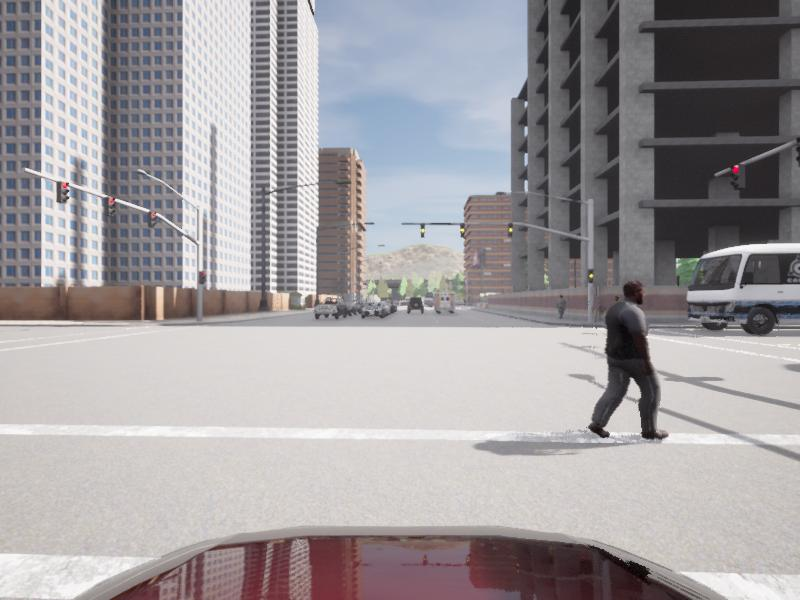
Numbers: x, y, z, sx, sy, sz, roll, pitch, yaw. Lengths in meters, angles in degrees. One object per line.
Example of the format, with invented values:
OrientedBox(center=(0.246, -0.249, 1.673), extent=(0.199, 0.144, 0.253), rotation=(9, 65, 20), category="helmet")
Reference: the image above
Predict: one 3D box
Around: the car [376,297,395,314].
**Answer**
OrientedBox(center=(-1.676, 0.645, 46.997), extent=(1.905, 1.878, 3.866), rotation=(0, 0, 3), category="car")

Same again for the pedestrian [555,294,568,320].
OrientedBox(center=(11.777, 0.486, 29.264), extent=(0.751, 1.860, 0.751), rotation=(0, 0, 11), category="pedestrian")

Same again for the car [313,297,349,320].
OrientedBox(center=(-5.800, 0.652, 34.053), extent=(1.932, 1.855, 4.605), rotation=(0, 0, 5), category="car")

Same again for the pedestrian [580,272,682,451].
OrientedBox(center=(2.574, 0.637, 4.552), extent=(0.751, 1.860, 0.751), rotation=(0, 0, 4), category="pedestrian")

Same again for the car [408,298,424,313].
OrientedBox(center=(1.967, 0.645, 49.653), extent=(1.905, 1.878, 3.866), rotation=(0, 0, 3), category="car")

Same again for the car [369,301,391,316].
OrientedBox(center=(-1.986, 0.869, 40.928), extent=(1.812, 1.442, 4.674), rotation=(0, 0, 3), category="car")

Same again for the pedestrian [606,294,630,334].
OrientedBox(center=(10.259, 0.637, 18.867), extent=(0.751, 1.860, 0.751), rotation=(0, 0, 3), category="pedestrian")

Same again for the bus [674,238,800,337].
OrientedBox(center=(19.671, -0.535, 19.131), extent=(10.273, 4.253, 3.944), rotation=(0, 0, 2), category="bus")

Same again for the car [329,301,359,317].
OrientedBox(center=(-5.525, 0.850, 40.198), extent=(2.163, 1.488, 4.792), rotation=(0, 0, 3), category="car")

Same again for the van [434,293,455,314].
OrientedBox(center=(5.497, 0.377, 50.152), extent=(2.351, 2.431, 6.366), rotation=(0, 0, 3), category="van")

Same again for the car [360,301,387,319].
OrientedBox(center=(-2.264, 0.853, 35.221), extent=(1.970, 1.475, 3.806), rotation=(0, 0, 3), category="car")
